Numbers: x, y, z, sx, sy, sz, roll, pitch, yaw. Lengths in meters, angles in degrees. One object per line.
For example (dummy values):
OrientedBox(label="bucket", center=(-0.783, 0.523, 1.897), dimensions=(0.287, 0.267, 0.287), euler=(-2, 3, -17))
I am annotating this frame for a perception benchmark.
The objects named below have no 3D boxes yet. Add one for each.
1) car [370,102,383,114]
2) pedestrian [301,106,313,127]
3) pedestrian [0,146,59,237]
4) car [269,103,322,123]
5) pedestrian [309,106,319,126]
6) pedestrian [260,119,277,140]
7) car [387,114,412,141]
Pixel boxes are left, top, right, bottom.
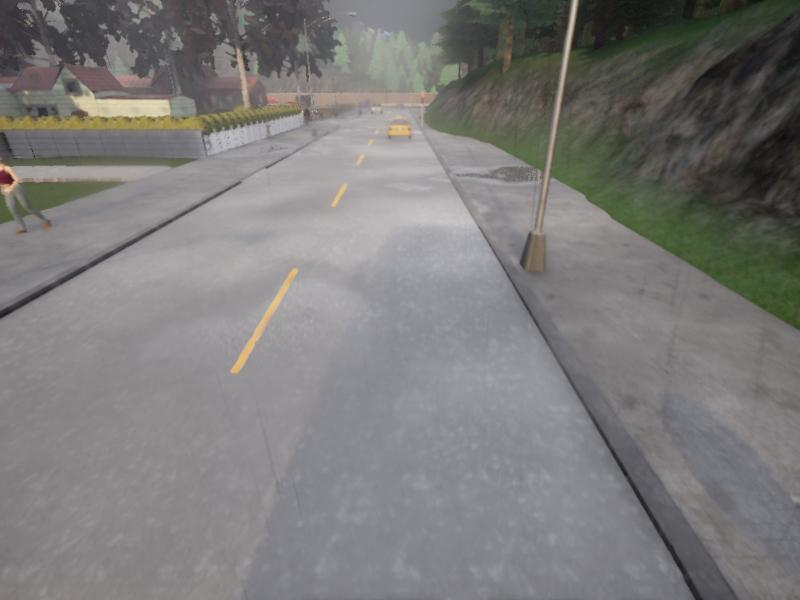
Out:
OrientedBox(label="car", center=(-4.032, -33.582, 69.853), dimensions=(1.932, 1.855, 4.605), euler=(0, 27, 0))
OrientedBox(label="pedestrian", center=(-9.181, -18.124, 39.516), dimensions=(0.751, 1.860, 0.751), euler=(2, 27, 3))
OrientedBox(label="pedestrian", center=(-8.731, -2.433, 9.031), dimensions=(0.751, 1.860, 0.751), euler=(1, 27, 2))
OrientedBox(label="car", center=(-12.452, -22.429, 47.977), dimensions=(5.566, 2.045, 2.150), euler=(1, 27, 1))
OrientedBox(label="pedestrian", center=(-8.721, -18.618, 40.477), dimensions=(0.751, 1.860, 0.751), euler=(-9, 29, -17))
OrientedBox(label="pedestrian", center=(-9.357, -12.142, 28.518), dimensions=(0.751, 1.300, 0.751), euler=(3, 27, 6))
OrientedBox(label="car", center=(-0.020, -13.504, 31.146), dimensions=(1.801, 1.575, 5.366), euler=(0, 27, 0))
